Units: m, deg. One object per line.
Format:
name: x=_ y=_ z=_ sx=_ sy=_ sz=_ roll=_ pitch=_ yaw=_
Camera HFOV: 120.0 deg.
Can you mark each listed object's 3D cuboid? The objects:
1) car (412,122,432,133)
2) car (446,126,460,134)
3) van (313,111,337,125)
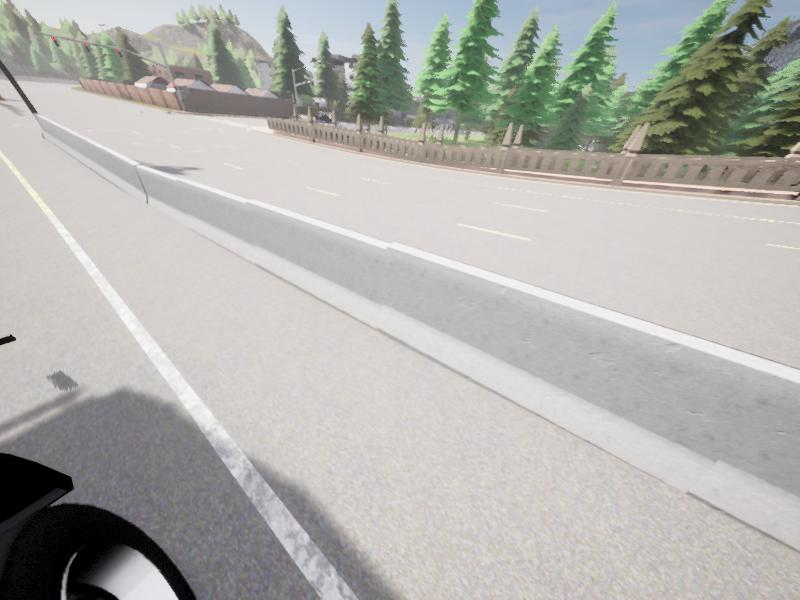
car: x=5.857 y=-45.534 z=60.974 sx=2.150 sy=2.045 sz=5.566 roll=28 pitch=43 yaw=25
car: x=16.855 y=-54.015 z=73.330 sx=1.932 sy=1.855 sz=4.605 roll=28 pitch=43 yaw=25
van: x=-16.230 y=-39.448 z=50.039 sx=2.069 sy=2.038 sz=4.480 roll=28 pitch=43 yaw=25
